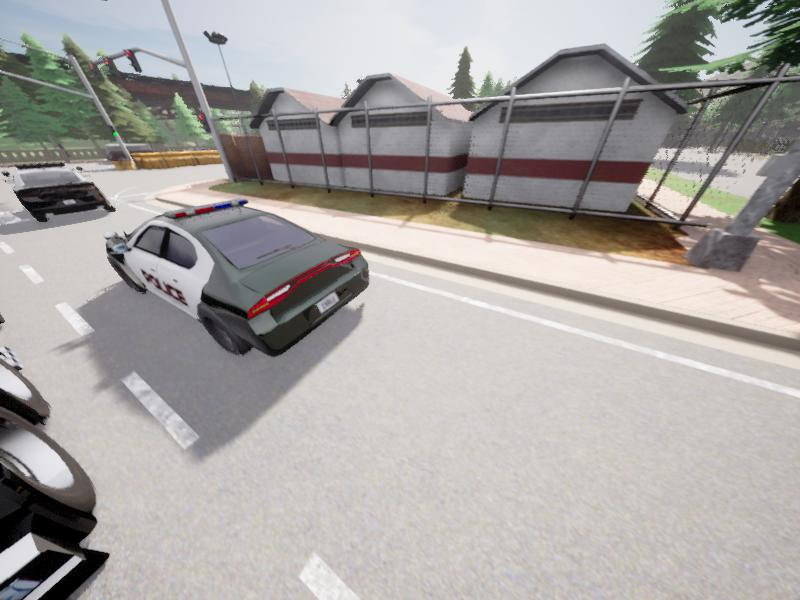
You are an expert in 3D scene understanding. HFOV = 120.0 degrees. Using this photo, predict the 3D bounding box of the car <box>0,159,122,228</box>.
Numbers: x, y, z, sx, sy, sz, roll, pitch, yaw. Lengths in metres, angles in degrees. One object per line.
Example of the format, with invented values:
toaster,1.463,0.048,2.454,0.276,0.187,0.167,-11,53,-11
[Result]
car,-13.199,-4.341,8.930,5.238,1.638,1.930,23,41,29

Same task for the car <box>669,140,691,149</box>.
car,66.332,-36.874,54.728,3.866,1.878,1.905,-21,40,-27

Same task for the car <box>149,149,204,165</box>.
car,-26.703,-17.194,27.768,1.994,1.385,4.181,17,38,23

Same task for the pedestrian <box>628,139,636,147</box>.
pedestrian,62.730,-42.487,62.535,0.751,1.860,0.751,-21,40,-27

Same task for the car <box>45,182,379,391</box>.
car,-3.043,-0.816,3.868,4.974,1.542,2.038,18,39,24

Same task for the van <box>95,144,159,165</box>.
van,-33.817,-18.285,28.859,1.775,1.987,4.442,17,38,23

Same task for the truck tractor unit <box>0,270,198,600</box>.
truck tractor unit,-5.120,-0.292,0.767,6.516,4.208,3.053,18,39,24
